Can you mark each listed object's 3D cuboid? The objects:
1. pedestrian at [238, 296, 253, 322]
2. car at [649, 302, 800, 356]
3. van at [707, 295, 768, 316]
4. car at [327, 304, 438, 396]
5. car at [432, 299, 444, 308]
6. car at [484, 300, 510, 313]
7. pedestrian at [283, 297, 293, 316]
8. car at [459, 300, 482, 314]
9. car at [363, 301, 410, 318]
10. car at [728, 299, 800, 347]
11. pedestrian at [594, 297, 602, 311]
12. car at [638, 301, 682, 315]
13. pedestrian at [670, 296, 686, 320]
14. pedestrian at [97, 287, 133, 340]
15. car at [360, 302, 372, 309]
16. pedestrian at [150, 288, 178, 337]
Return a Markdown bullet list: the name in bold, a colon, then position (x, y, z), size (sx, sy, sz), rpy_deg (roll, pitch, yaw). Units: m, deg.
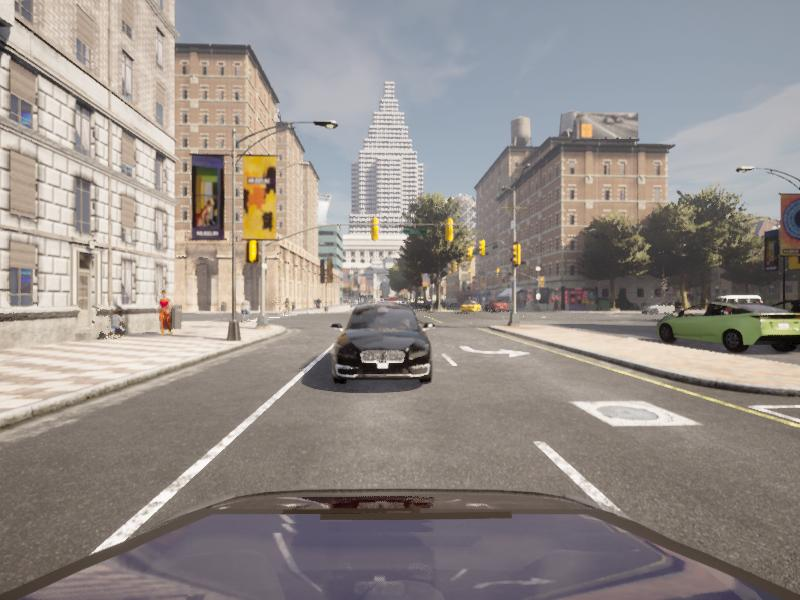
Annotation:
- **pedestrian**: position (-11.015, 0.638, 28.527), size (0.751, 1.860, 0.751), rpy_deg (0, 0, -1)
- **car**: position (10.942, 0.829, 13.624), size (2.007, 1.525, 4.514), rpy_deg (0, 0, -2)
- **van**: position (34.094, 0.573, 40.461), size (4.480, 2.038, 2.069), rpy_deg (0, 0, -2)
- **car**: position (-0.382, 0.846, 9.073), size (1.837, 1.490, 4.892), rpy_deg (0, 0, -2)
- **car**: position (8.128, 0.657, 85.705), size (1.932, 1.855, 4.605), rpy_deg (0, 0, -2)
- **car**: position (12.887, 0.783, 53.575), size (2.152, 1.651, 5.027), rpy_deg (0, 0, -2)
- **pedestrian**: position (-11.389, 0.639, 40.693), size (0.751, 1.860, 0.751), rpy_deg (0, 0, 0)
- **car**: position (8.551, 0.803, 48.162), size (1.801, 1.575, 5.366), rpy_deg (-1, 0, 21)
- **car**: position (-1.252, 0.855, 37.060), size (3.806, 1.475, 1.970), rpy_deg (0, 0, 27)
- **car**: position (14.424, 0.789, 14.428), size (1.851, 1.617, 3.988), rpy_deg (0, 0, -2)
- **pedestrian**: position (26.421, 0.487, 53.341), size (0.751, 1.860, 0.751), rpy_deg (0, 0, -2)
- **car**: position (28.377, 0.828, 43.710), size (3.633, 1.501, 1.845), rpy_deg (0, 0, -3)
- **pedestrian**: position (21.623, 0.638, 31.105), size (0.751, 1.860, 0.751), rpy_deg (0, 0, -2)
- **pedestrian**: position (-10.232, 0.486, 14.377), size (0.751, 1.860, 0.751), rpy_deg (0, 0, 0)
- **car**: position (-6.101, 0.941, 72.132), size (1.895, 1.301, 4.718), rpy_deg (0, 0, -2)
- **pedestrian**: position (-9.329, 0.486, 15.854), size (0.751, 1.860, 0.751), rpy_deg (0, 0, -13)
